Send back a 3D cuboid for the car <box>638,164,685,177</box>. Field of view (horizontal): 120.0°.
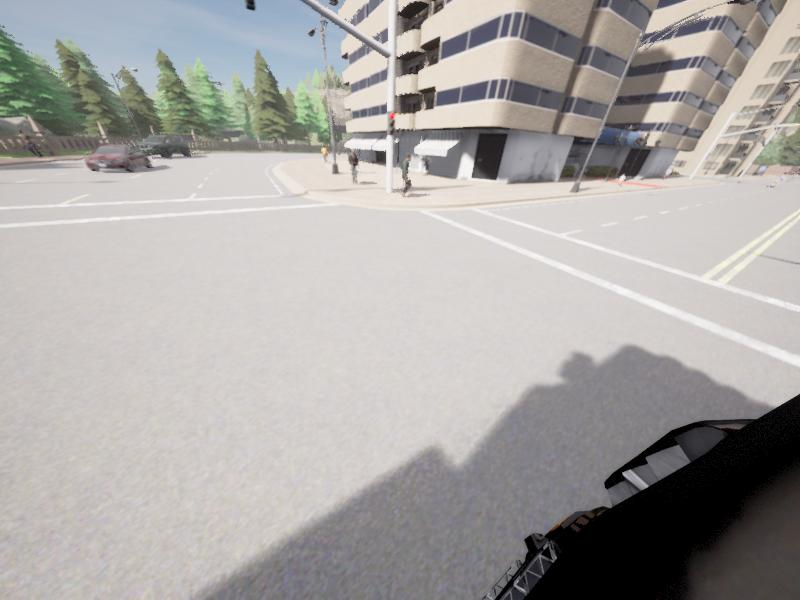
[{"bbox_3d":[47.448,-23.641,42.075,1.801,1.575,5.366,-16,38,-26],"label":"car"}]

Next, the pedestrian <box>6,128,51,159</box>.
[{"bbox_3d":[-27.509,-11.596,17.157,0.751,1.860,0.751,-6,35,-14],"label":"pedestrian"}]

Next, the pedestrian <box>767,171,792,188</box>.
[{"bbox_3d":[46.772,-14.872,28.496,0.751,1.860,0.751,-16,38,-27],"label":"pedestrian"}]

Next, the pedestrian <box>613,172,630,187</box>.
[{"bbox_3d":[19.016,-10.322,19.803,0.500,1.100,0.500,-15,38,-25],"label":"pedestrian"}]

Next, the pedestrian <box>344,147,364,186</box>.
[{"bbox_3d":[-2.551,-7.481,12.987,0.751,1.860,0.751,-16,38,-26],"label":"pedestrian"}]

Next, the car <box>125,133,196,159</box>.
[{"bbox_3d":[-25.521,-16.611,25.023,2.150,2.045,5.566,-1,34,-6],"label":"car"}]

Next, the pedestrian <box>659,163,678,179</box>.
[{"bbox_3d":[35.765,-17.132,30.730,0.751,1.860,0.751,-17,39,-27],"label":"pedestrian"}]

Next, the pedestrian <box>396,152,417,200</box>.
[{"bbox_3d":[0.297,-5.708,10.649,0.751,1.860,0.751,7,34,6],"label":"pedestrian"}]

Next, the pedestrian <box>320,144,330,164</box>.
[{"bbox_3d":[-8.428,-16.382,25.913,0.751,1.860,0.751,-11,36,-20],"label":"pedestrian"}]

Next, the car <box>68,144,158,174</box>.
[{"bbox_3d":[-18.443,-9.374,15.244,1.812,1.442,4.674,-11,36,-21],"label":"car"}]
